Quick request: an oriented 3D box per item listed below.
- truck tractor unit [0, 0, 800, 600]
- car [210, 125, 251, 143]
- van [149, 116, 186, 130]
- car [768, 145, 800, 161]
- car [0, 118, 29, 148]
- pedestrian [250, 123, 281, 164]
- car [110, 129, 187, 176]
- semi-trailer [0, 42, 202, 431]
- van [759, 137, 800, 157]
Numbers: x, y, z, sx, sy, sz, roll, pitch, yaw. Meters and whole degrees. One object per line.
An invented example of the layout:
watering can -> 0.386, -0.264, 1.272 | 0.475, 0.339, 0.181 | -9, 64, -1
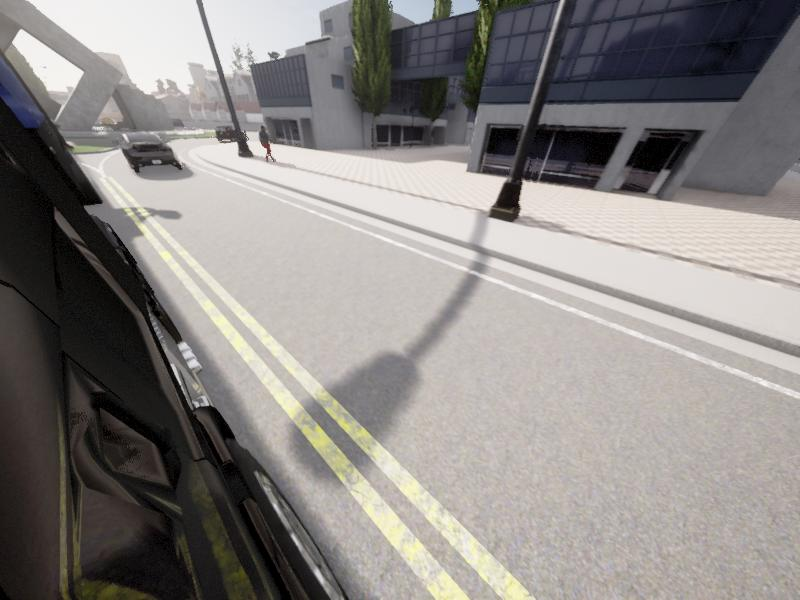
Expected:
truck tractor unit -> -2.645, -0.295, 0.351 | 6.516, 4.208, 3.053 | 28, 44, 30
car -> -20.036, -19.804, 27.530 | 1.789, 1.549, 3.705 | 4, 37, 2
van -> -45.780, -34.873, 45.660 | 4.442, 1.987, 1.775 | -6, 38, -11
car -> 50.895, -19.166, 30.054 | 1.994, 1.385, 4.181 | 28, 44, 30
car -> -29.827, -11.113, 15.226 | 5.238, 1.638, 1.930 | -19, 42, -26
pedestrian -> -7.715, -8.991, 13.325 | 0.751, 1.860, 0.751 | 18, 39, 19
car -> -12.940, -7.674, 11.828 | 4.892, 1.490, 1.837 | 32, 46, 33
semi-trailer -> -8.702, -3.605, 4.222 | 14.254, 4.402, 2.717 | 28, 44, 30
van -> 64.568, -25.810, 38.873 | 2.351, 2.431, 6.366 | 28, 43, 29
